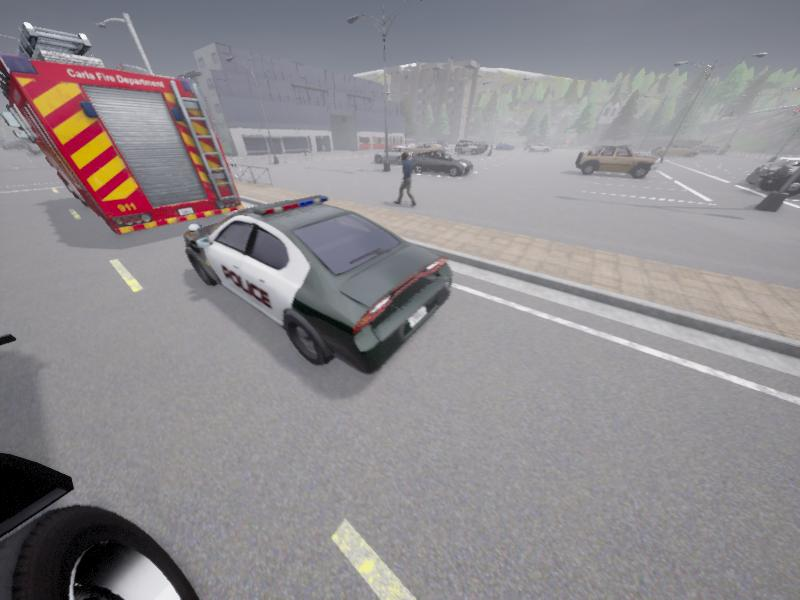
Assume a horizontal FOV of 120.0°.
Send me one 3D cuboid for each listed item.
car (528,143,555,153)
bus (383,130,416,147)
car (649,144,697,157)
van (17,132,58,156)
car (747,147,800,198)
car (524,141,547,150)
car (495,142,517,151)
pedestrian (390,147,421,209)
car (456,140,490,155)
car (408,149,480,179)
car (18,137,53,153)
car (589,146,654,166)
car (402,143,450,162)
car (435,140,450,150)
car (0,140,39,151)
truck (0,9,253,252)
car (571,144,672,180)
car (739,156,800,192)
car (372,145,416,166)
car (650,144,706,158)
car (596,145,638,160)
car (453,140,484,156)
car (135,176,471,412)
[{"bbox_3d":[27.001,-29.063,44.162,3.806,1.475,1.970,23,41,28],"label":"car"},{"bbox_3d":[-0.361,-53.403,76.292,10.273,4.253,3.944,22,41,28],"label":"bus"},{"bbox_3d":[43.849,-24.170,37.265,4.514,1.523,2.007,23,41,28],"label":"car"},{"bbox_3d":[-51.572,-22.218,32.841,5.915,2.561,1.988,23,41,29],"label":"van"},{"bbox_3d":[19.631,-5.604,10.299,3.866,1.878,1.905,23,41,28],"label":"car"},{"bbox_3d":[35.169,-40.239,59.945,4.605,1.855,1.932,22,41,28],"label":"car"},{"bbox_3d":[22.723,-32.980,49.668,3.633,1.501,1.845,23,41,28],"label":"car"},{"bbox_3d":[0.198,-4.399,8.373,0.751,1.860,0.751,24,42,30],"label":"pedestrian"},{"bbox_3d":[11.747,-24.602,37.226,4.605,1.855,1.932,23,41,28],"label":"car"},{"bbox_3d":[2.989,-9.795,16.507,4.514,1.523,2.007,23,41,28],"label":"car"},{"bbox_3d":[-58.803,-25.072,37.271,5.566,2.045,2.150,24,41,29],"label":"car"},{"bbox_3d":[23.029,-15.182,24.293,4.514,1.523,2.007,23,41,28],"label":"car"},{"bbox_3d":[2.902,-17.109,26.630,5.027,1.636,2.152,23,41,28],"label":"car"},{"bbox_3d":[10.099,-36.676,54.686,1.905,1.878,3.866,23,41,28],"label":"car"},{"bbox_3d":[-68.766,-27.767,41.497,1.837,1.490,4.892,-14,37,-20],"label":"car"},{"bbox_3d":[-8.970,-4.804,7.339,8.468,3.827,2.891,23,41,29],"label":"truck"},{"bbox_3d":[15.170,-9.789,16.239,4.605,1.855,1.932,23,41,28],"label":"car"},{"bbox_3d":[22.070,-6.712,12.381,3.806,1.475,1.970,23,41,28],"label":"car"},{"bbox_3d":[-0.588,-13.948,22.258,3.806,1.475,1.970,23,41,28],"label":"car"},{"bbox_3d":[42.058,-22.699,35.150,5.027,1.636,2.152,23,41,28],"label":"car"},{"bbox_3d":[28.906,-19.801,30.925,3.633,1.501,1.845,23,41,28],"label":"car"},{"bbox_3d":[10.383,-23.127,35.088,3.866,1.878,1.905,23,41,28],"label":"car"},{"bbox_3d":[-1.758,-0.824,3.735,4.974,1.542,2.038,23,41,29],"label":"car"}]
